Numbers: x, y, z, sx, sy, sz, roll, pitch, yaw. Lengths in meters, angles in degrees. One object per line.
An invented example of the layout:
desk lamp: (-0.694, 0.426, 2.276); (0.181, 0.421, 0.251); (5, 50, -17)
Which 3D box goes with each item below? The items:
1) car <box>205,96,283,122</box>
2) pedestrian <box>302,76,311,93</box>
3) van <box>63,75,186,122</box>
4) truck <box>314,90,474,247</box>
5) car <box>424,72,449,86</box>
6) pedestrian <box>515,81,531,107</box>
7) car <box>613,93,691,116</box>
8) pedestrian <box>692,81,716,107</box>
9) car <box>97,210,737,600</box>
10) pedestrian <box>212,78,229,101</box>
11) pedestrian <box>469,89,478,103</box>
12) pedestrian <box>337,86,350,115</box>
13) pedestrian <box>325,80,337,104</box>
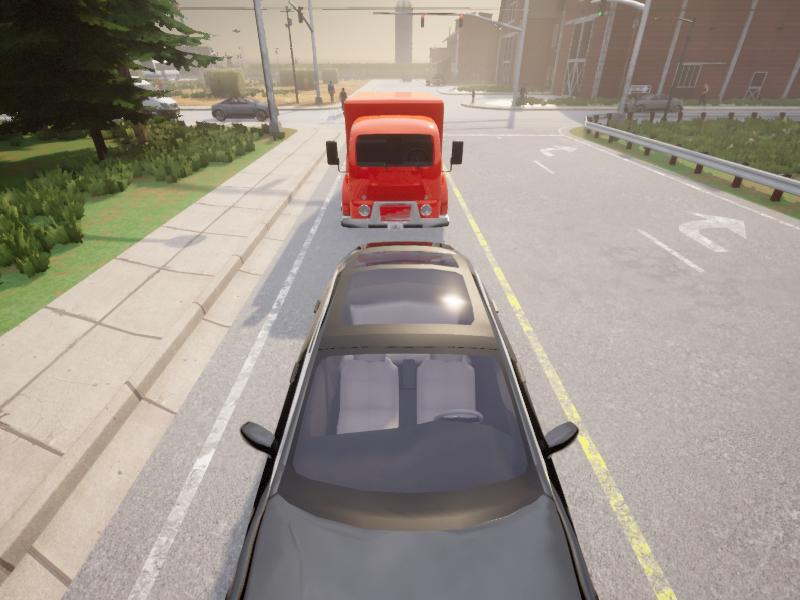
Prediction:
car: (-10.154, -12.595, 26.289); (4.181, 1.385, 1.994); (0, 30, 0)
pedestrian: (-11.616, -26.859, 49.833); (0.751, 1.860, 0.751); (-11, 32, -17)
van: (-17.657, -13.100, 25.991); (5.915, 2.561, 1.988); (0, 30, 0)
truck: (-0.136, -3.420, 9.426); (2.627, 2.467, 5.204); (-1, 30, -1)
car: (6.299, -37.971, 68.885); (1.905, 1.878, 3.866); (-31, 40, -33)
pedestrian: (10.036, -16.818, 32.697); (0.751, 1.860, 0.751); (-3, 30, -5)
car: (18.377, -14.349, 29.309); (4.181, 1.385, 1.994); (0, 30, 0)
pedestrian: (24.779, -16.767, 32.617); (0.751, 1.860, 0.751); (1, 30, 1)
car: (0.058, 0.761, 3.240); (2.128, 1.511, 4.902); (0, 30, 0)
pedestrian: (-17.270, -20.256, 38.520); (0.751, 1.860, 0.751); (12, 32, 20)
pedestrian: (6.628, -18.383, 36.076); (0.500, 1.100, 0.500); (-19, 35, -29)
pedestrian: (-4.014, -14.205, 28.490); (0.751, 1.860, 0.751); (-3, 30, -5)
pedestrian: (-6.058, -18.403, 35.357); (0.751, 1.860, 0.751); (-10, 32, -17)
